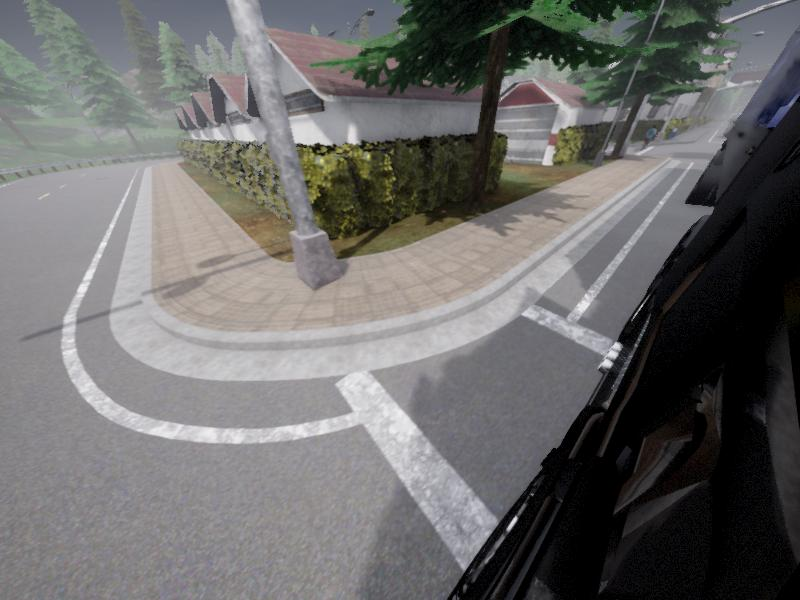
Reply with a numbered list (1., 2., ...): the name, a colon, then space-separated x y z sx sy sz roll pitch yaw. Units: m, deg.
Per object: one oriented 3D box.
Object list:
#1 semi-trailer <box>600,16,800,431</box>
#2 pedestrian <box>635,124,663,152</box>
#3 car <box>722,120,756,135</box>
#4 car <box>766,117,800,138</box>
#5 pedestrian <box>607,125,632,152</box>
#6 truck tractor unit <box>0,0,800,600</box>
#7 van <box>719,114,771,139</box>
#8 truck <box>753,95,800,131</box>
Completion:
1. semi-trailer: 8.580 -3.669 4.362 14.254 4.402 2.717 -29 44 -31
2. pedestrian: 20.699 -13.485 19.209 0.751 1.860 0.751 -25 42 -27
3. car: 44.538 -22.652 30.367 4.181 1.385 1.994 -29 44 -31
4. car: 42.589 -18.817 25.119 5.027 1.651 2.152 -30 45 -32
5. pedestrian: 18.991 -13.955 20.003 0.751 1.860 0.751 -29 44 -31
6. truck tractor unit: 2.645 -0.295 0.352 6.516 4.208 3.053 -28 44 -30
7. van: 37.759 -19.143 25.478 2.069 2.038 4.480 29 47 35
8. truck: 56.078 -27.331 33.941 8.468 3.827 2.891 -29 44 -31
